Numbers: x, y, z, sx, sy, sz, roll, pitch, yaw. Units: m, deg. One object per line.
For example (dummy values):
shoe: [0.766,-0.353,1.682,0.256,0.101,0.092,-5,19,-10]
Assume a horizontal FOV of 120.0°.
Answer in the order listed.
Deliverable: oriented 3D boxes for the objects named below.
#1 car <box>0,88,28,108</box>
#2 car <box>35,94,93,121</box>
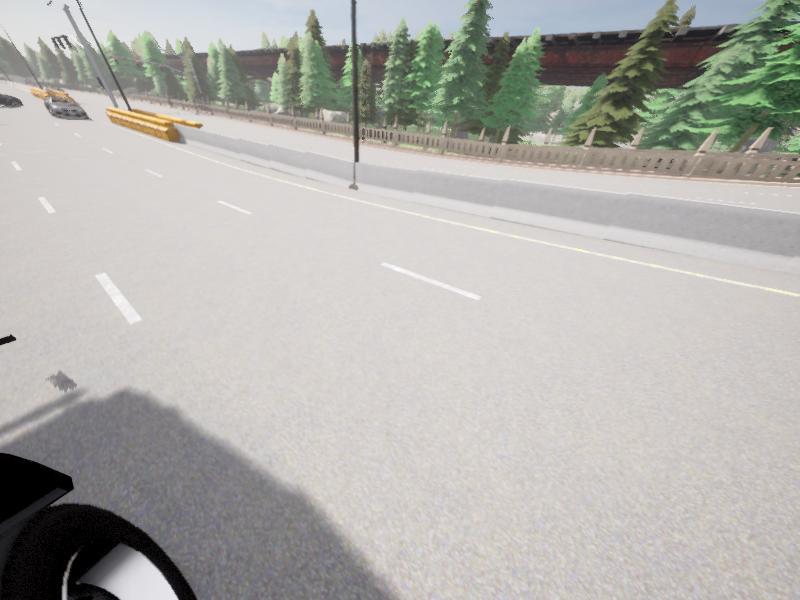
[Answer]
car: [-45.287,-22.349,25.413,1.851,1.617,3.988,14,39,10]
car: [-33.627,-19.233,23.131,5.027,1.651,2.152,27,43,24]
